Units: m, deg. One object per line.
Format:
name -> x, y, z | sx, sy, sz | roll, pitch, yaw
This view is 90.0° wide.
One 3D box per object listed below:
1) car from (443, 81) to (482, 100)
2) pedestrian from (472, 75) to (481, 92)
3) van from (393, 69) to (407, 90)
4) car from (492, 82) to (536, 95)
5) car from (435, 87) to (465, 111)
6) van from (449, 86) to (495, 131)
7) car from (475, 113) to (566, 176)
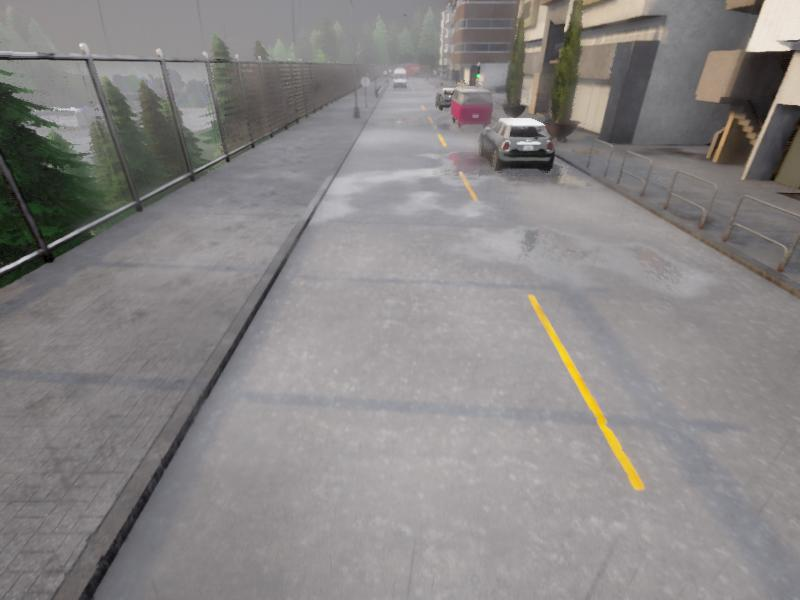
car -> 6.706, -22.353, 42.621 | 1.801, 1.575, 5.366 | 20, 36, 29
pedestrian -> 9.825, -27.756, 51.293 | 0.751, 1.860, 0.751 | -1, 30, -2
van -> 0.012, -32.868, 59.592 | 1.988, 2.561, 5.915 | 0, 30, 0
car -> 13.858, -25.739, 48.683 | 4.718, 1.301, 1.895 | 0, 30, 0
car -> 4.003, -16.479, 32.688 | 1.970, 1.475, 3.806 | 0, 30, 0
van -> 4.003, -11.051, 22.908 | 1.775, 1.987, 4.442 | 0, 30, 0
car -> 4.003, -5.573, 14.056 | 1.970, 1.475, 3.806 | 0, 30, 0
